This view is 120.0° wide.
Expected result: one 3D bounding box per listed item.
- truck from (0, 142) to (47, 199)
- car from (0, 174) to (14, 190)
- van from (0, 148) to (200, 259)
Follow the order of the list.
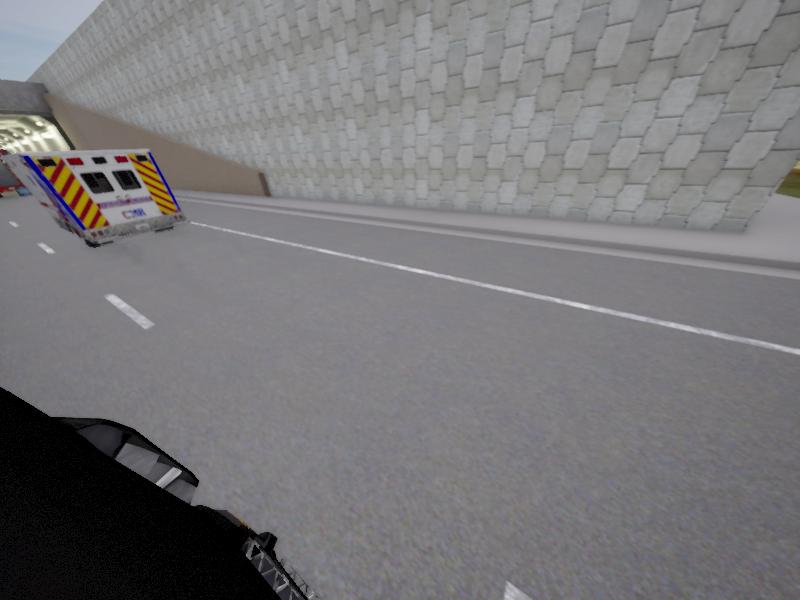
[{"bbox_3d":[-35.908,-11.390,20.361,8.468,3.827,2.891,16,38,26],"label":"truck"},{"bbox_3d":[-47.215,-13.631,26.752,4.674,1.442,1.812,16,38,26],"label":"car"},{"bbox_3d":[-10.248,-3.502,7.801,6.366,2.431,2.351,16,38,26],"label":"van"}]
